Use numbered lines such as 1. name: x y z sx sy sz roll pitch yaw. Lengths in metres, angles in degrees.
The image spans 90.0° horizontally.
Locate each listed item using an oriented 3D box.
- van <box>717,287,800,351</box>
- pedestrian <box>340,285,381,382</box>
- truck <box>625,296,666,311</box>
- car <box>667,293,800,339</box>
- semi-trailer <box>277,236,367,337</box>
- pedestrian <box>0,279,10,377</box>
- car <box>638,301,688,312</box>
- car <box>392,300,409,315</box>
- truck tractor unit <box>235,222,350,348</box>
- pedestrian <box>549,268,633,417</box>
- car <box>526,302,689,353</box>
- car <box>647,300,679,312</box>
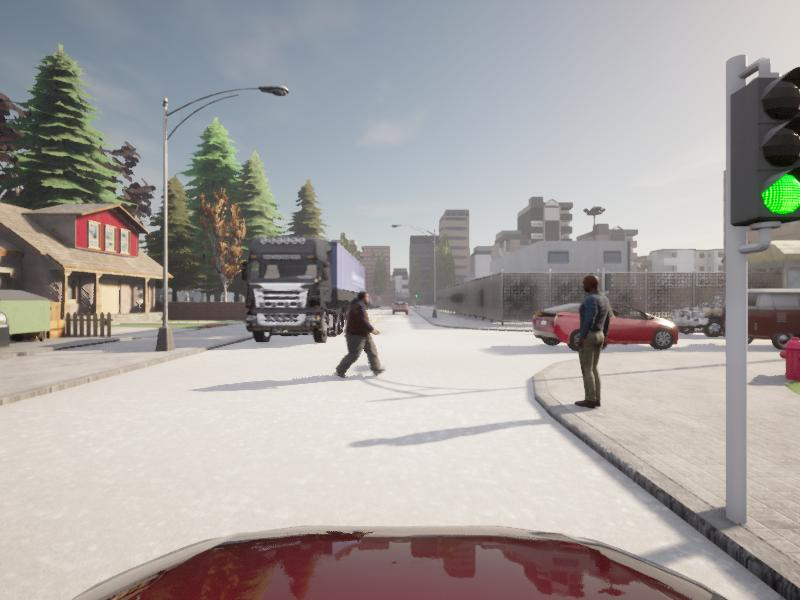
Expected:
1. van: 13.581 0.598 13.442 4.442 1.987 1.775 0 0 -1
2. pedestrian: -0.782 0.637 8.045 0.751 1.860 0.751 0 0 0
3. truck: 35.040 0.506 57.151 4.478 2.038 2.069 0 0 0
4. car: 14.575 0.653 17.425 4.605 1.855 1.932 0 0 0
5. semi-trailer: -4.000 -0.619 24.555 2.717 4.402 14.254 0 0 0
6. pedestrian: -7.914 0.533 7.385 0.751 1.860 0.751 0 0 -14
7. car: 34.876 0.818 53.191 5.357 1.415 2.033 0 0 0
8. car: 0.022 0.789 44.921 1.851 1.617 3.988 0 0 0
9. truck tractor unit: -3.998 -0.498 16.636 3.053 4.208 6.516 0 0 0
10. pedestrian: 2.626 0.534 5.528 0.751 1.860 0.751 0 0 -29
11. car: 6.748 0.828 13.266 4.514 1.525 2.007 0 0 -9
12. car: 34.716 0.746 52.963 1.789 1.547 3.705 0 0 0
